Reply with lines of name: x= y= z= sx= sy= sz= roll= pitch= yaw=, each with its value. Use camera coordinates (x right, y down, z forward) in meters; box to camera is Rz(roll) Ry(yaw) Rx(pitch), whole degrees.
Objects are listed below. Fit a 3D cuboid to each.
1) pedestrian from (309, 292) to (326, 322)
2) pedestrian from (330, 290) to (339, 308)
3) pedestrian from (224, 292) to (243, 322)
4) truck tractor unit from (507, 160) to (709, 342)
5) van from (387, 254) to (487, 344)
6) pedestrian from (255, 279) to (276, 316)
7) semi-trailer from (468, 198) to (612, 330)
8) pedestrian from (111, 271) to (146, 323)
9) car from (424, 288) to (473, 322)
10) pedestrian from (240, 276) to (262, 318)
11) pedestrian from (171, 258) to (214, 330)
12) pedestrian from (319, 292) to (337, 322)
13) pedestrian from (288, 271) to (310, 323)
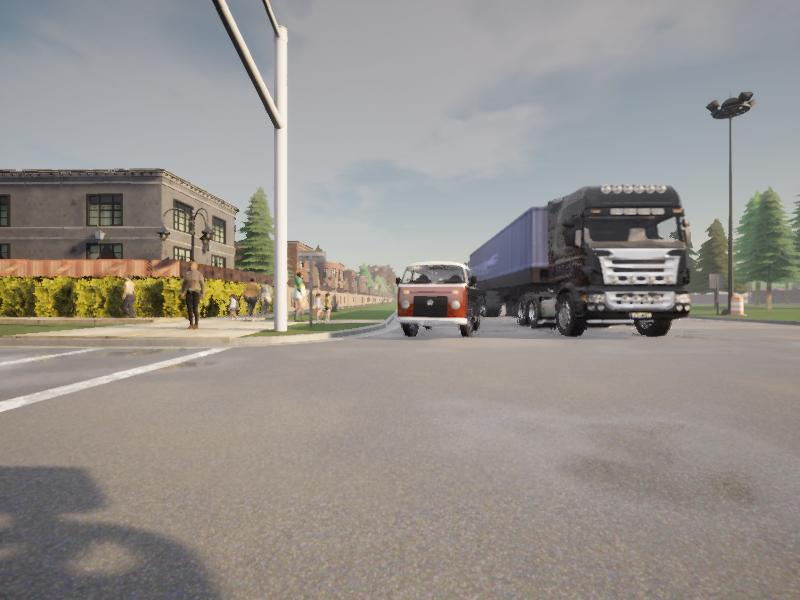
pedestrian: x=-3.054 y=0.265 z=14.844 sx=0.500 sy=1.100 sz=0.500 roll=0 pitch=0 yaw=10
pedestrian: x=-6.666 y=-0.115 z=40.562 sx=0.751 sy=1.860 sz=0.751 roll=0 pitch=0 yaw=6
pedestrian: x=-6.250 y=0.265 z=15.066 sx=0.500 sy=1.100 sz=0.500 roll=0 pitch=0 yaw=1
truck tractor unit: x=5.696 y=-1.120 z=12.569 sx=3.053 sy=4.208 sz=6.516 roll=0 pitch=0 yaw=1
van: x=1.293 y=-0.028 z=11.519 sx=2.069 sy=2.038 sz=4.480 roll=0 pitch=0 yaw=16
pedestrian: x=-6.815 y=-0.115 z=20.238 sx=0.751 sy=1.860 sz=0.751 roll=0 pitch=0 yaw=8
semi-trailer: x=5.868 y=-1.218 z=20.481 sx=2.717 sy=4.402 sz=14.254 roll=0 pitch=0 yaw=1
pedestrian: x=-10.064 y=-0.115 z=14.846 sx=0.751 sy=1.860 sz=0.751 roll=0 pitch=0 yaw=2
car: x=2.376 y=0.228 z=20.876 sx=2.038 sy=1.542 sz=4.974 roll=0 pitch=0 yaw=1
pedestrian: x=-6.695 y=-0.115 z=18.024 sx=0.751 sy=1.860 sz=0.751 roll=0 pitch=0 yaw=-3
pedestrian: x=-5.542 y=-0.146 z=10.715 sx=0.751 sy=1.860 sz=0.751 roll=0 pitch=0 yaw=1
pedestrian: x=-2.746 y=0.265 z=15.242 sx=0.500 sy=1.100 sz=0.500 roll=0 pitch=0 yaw=-38
pedestrian: x=-3.706 y=-0.115 z=14.674 sx=0.751 sy=1.860 sz=0.751 roll=0 pitch=0 yaw=-14
